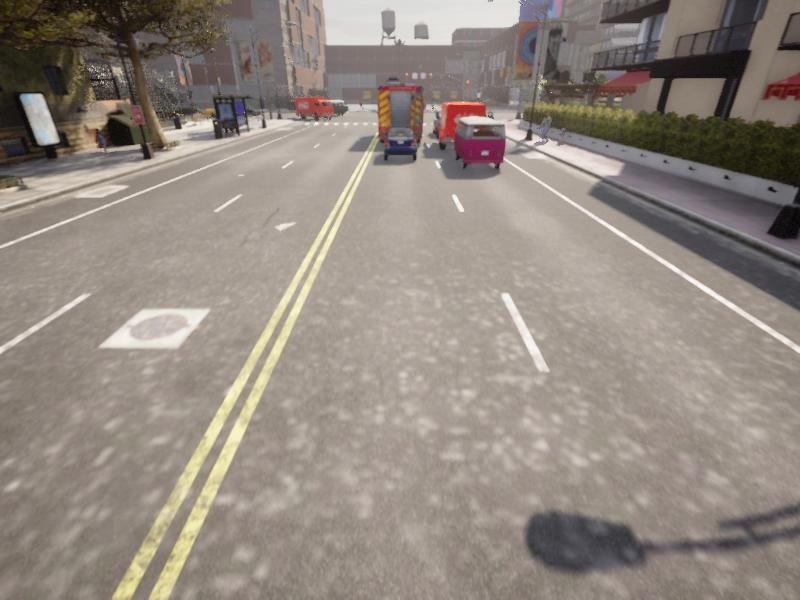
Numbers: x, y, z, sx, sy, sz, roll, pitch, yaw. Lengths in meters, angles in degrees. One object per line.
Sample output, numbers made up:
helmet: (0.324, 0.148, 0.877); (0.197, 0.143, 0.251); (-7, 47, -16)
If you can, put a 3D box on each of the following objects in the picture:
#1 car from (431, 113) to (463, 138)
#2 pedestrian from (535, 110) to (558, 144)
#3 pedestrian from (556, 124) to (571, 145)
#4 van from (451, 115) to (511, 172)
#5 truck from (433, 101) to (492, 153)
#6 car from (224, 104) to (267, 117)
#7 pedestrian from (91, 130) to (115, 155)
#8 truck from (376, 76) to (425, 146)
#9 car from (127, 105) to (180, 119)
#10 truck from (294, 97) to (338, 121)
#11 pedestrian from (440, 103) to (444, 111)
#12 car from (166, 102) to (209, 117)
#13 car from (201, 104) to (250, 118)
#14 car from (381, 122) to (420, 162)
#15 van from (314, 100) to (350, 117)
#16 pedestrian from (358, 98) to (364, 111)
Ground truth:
car: (3.533, -13.379, 30.606); (1.970, 1.475, 3.806); (0, 28, 0)
pedestrian: (8.956, -10.614, 24.499); (0.751, 1.860, 0.751); (-15, 31, -26)
pedestrian: (9.874, -10.016, 24.174); (0.500, 1.100, 0.500); (-5, 28, -10)
van: (3.521, -7.297, 18.383); (1.775, 1.987, 4.442); (0, 28, 0)
truck: (3.526, -10.429, 23.864); (2.627, 2.467, 5.204); (0, 27, 0)
car: (-21.267, -26.148, 55.102); (4.902, 1.511, 2.128); (0, 28, 0)
pedestrian: (-15.078, -8.006, 20.333); (0.500, 1.100, 0.500); (0, 28, 1)
truck: (0.035, -13.307, 27.933); (2.891, 3.827, 8.468); (0, 28, 0)
car: (-30.402, -23.244, 49.499); (5.008, 1.535, 2.097); (0, 28, 0)
truck: (-10.003, -22.743, 47.538); (2.627, 2.467, 5.204); (-23, 34, -38)
pedestrian: (7.092, -32.448, 67.232); (0.500, 1.100, 0.500); (6, 28, 11)
car: (-29.221, -26.307, 55.107); (4.553, 1.767, 2.097); (0, 28, 1)
car: (-22.564, -24.568, 51.988); (5.366, 1.575, 1.801); (0, 28, 1)
car: (0.023, -8.181, 20.550); (1.789, 1.549, 3.705); (0, 28, 0)
van: (-9.302, -26.334, 54.872); (4.480, 2.038, 2.069); (0, 28, 1)
pedestrian: (-6.410, -32.288, 66.111); (0.751, 1.860, 0.751); (2, 28, 4)
